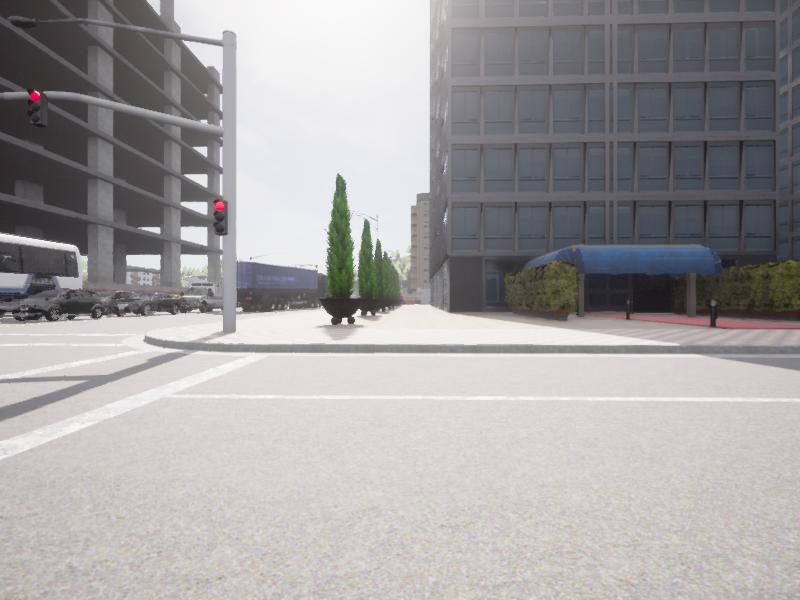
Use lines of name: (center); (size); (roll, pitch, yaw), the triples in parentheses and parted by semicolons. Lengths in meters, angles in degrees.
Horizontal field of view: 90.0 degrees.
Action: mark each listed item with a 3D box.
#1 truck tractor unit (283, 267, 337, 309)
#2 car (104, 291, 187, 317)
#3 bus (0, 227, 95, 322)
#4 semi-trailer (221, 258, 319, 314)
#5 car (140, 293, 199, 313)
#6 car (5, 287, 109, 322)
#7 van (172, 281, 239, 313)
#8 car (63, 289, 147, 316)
truck tractor unit: (-10.283, -1.215, 46.444); (3.053, 4.208, 6.516); (-6, -4, 16)
car: (-16.213, 0.236, 25.851); (2.128, 1.511, 4.902); (0, 0, 2)
bus: (-19.841, -1.135, 18.158); (3.944, 4.253, 10.273); (0, 0, 2)
semi-trailer: (-11.693, -1.272, 38.583); (2.717, 4.402, 14.254); (0, 1, 9)
car: (-19.453, 0.201, 34.099); (1.801, 1.575, 5.366); (0, 0, 2)
car: (-16.420, 0.214, 19.427); (1.789, 1.549, 3.705); (0, 0, 2)
van: (-15.973, -0.223, 33.451); (2.351, 2.431, 6.366); (0, 0, 2)
car: (-19.679, 0.156, 27.022); (2.242, 1.667, 4.611); (0, 0, 2)
